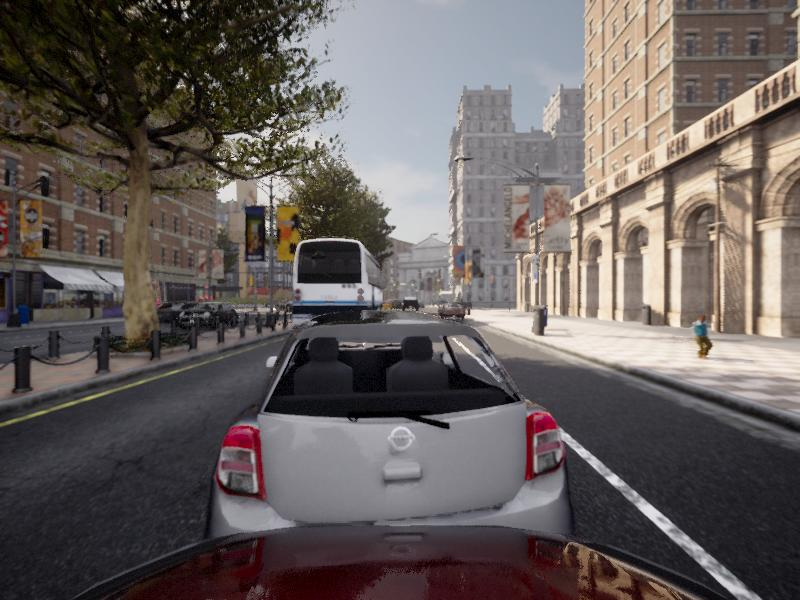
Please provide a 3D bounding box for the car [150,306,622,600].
[{"bbox_3d":[-0.257,0.828,3.347,1.845,1.501,3.633,0,0,-9],"label":"car"}]

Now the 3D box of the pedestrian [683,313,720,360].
[{"bbox_3d":[7.258,0.870,9.647,0.500,1.100,0.500,0,0,0],"label":"pedestrian"}]

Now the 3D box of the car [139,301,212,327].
[{"bbox_3d":[-14.300,0.843,25.844,1.837,1.490,4.892,0,0,1],"label":"car"}]

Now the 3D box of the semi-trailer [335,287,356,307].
[{"bbox_3d":[-12.561,-0.601,93.986,2.717,4.402,14.254,0,0,1],"label":"semi-trailer"}]

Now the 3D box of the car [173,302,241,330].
[{"bbox_3d":[-10.876,0.853,22.867,1.970,1.475,3.806,0,0,1],"label":"car"}]

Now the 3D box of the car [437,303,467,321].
[{"bbox_3d":[4.121,0.948,32.491,1.895,1.301,4.718,0,0,1],"label":"car"}]

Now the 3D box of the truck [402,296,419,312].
[{"bbox_3d":[1.510,0.556,58.070,2.390,2.098,6.274,0,0,1],"label":"truck"}]

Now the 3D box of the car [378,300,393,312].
[{"bbox_3d":[-2.029,0.812,56.655,1.801,1.575,5.366,0,0,1],"label":"car"}]

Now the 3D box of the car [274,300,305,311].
[{"bbox_3d":[-16.081,0.777,58.070,5.238,1.638,1.930,0,-1,45],"label":"car"}]

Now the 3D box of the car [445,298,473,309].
[{"bbox_3d":[10.262,0.673,69.314,4.605,1.855,1.932,0,0,1],"label":"car"}]

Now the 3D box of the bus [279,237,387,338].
[{"bbox_3d":[-3.010,-0.532,22.001,3.944,4.253,10.273,0,0,1],"label":"bus"}]
